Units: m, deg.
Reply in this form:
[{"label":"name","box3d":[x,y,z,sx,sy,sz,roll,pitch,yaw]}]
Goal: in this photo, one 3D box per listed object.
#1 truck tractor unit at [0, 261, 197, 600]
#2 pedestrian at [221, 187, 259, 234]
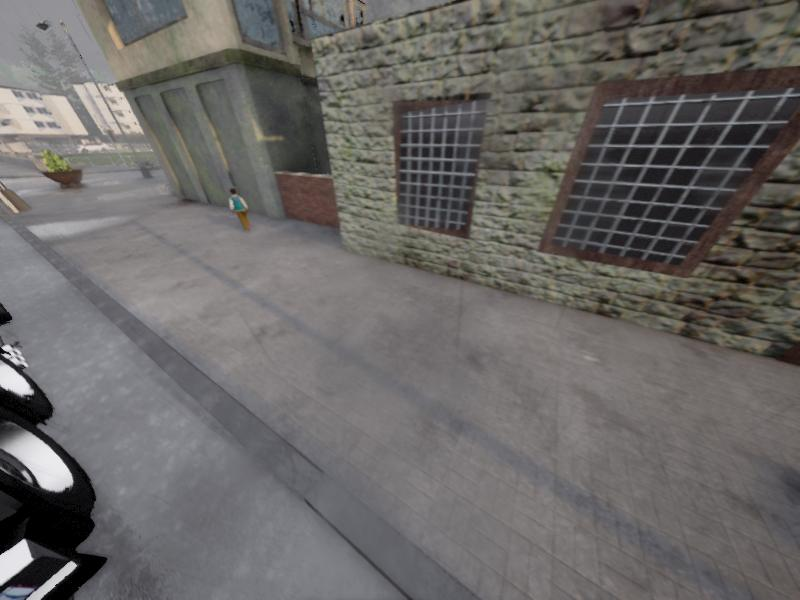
[{"label":"truck tractor unit","box3d":[-5.107,-0.305,0.785,6.516,4.208,3.053,19,39,24]},{"label":"pedestrian","box3d":[-4.424,-2.482,6.412,0.500,1.100,0.500,-21,40,-27]}]
